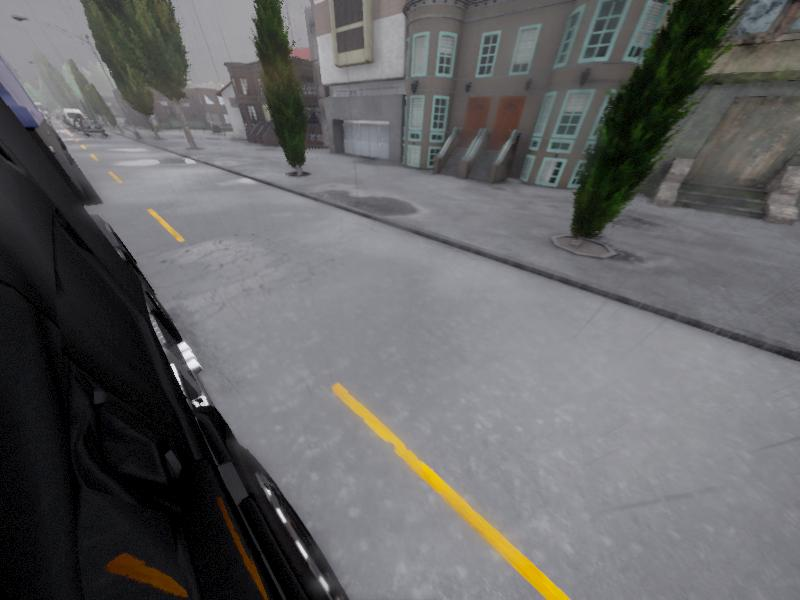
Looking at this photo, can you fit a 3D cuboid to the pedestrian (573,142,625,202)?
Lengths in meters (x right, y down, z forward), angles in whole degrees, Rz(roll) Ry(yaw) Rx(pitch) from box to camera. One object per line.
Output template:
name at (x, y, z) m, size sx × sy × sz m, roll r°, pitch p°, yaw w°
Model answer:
pedestrian at (7.477, -4.844, 8.797) m, size 0.751 × 1.860 × 0.751 m, roll 23°, pitch 42°, yaw 25°

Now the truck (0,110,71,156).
truck at (-24.605, -11.135, 15.262) m, size 6.274 × 2.098 × 2.390 m, roll 28°, pitch 44°, yaw 30°

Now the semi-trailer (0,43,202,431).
semi-trailer at (-8.710, -3.593, 4.223) m, size 14.254 × 4.402 × 2.717 m, roll 28°, pitch 44°, yaw 30°

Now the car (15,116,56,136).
car at (-41.208, -19.776, 26.216) m, size 5.366 × 1.575 × 1.801 m, roll 28°, pitch 44°, yaw 30°

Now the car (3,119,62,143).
car at (-32.358, -15.029, 20.479) m, size 4.902 × 1.511 × 2.128 m, roll 28°, pitch 44°, yaw 30°

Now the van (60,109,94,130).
van at (-52.235, -29.180, 37.296) m, size 5.915 × 2.561 × 1.988 m, roll 28°, pitch 44°, yaw 30°

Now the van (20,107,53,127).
van at (-63.531, -32.084, 40.454) m, size 5.915 × 2.561 × 1.988 m, roll 28°, pitch 44°, yaw 30°

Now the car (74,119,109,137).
car at (-36.747, -20.521, 27.499) m, size 3.705 × 1.549 × 1.789 m, roll 28°, pitch 44°, yaw 30°

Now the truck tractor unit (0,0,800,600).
truck tractor unit at (-2.645, -0.295, 0.351) m, size 6.516 × 4.208 × 3.053 m, roll 28°, pitch 44°, yaw 30°

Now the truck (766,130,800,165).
truck at (55.632, -20.823, 31.514) m, size 2.891 × 3.827 × 8.468 m, roll 28°, pitch 44°, yaw 30°

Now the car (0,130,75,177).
car at (-17.056, -6.812, 10.558) m, size 4.181 × 1.385 × 1.994 m, roll 28°, pitch 44°, yaw 30°
